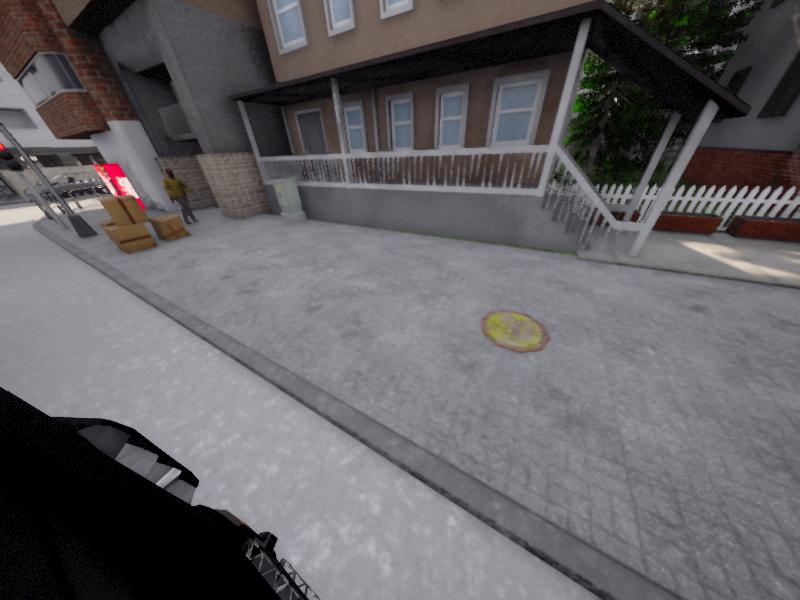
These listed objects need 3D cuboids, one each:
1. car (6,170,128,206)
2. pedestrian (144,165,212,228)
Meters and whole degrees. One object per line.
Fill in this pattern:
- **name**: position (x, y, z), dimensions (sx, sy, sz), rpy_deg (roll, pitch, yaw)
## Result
- **car**: position (-23.961, -8.338, 16.919), dimensions (2.242, 1.667, 4.611), rpy_deg (16, 38, 26)
- **pedestrian**: position (-7.600, -3.569, 8.014), dimensions (0.751, 1.860, 0.751), rpy_deg (10, 36, 19)
